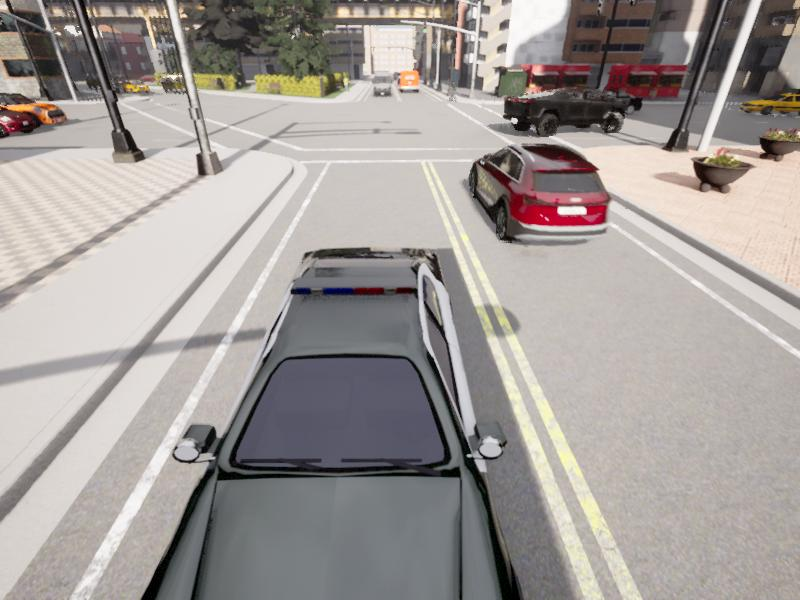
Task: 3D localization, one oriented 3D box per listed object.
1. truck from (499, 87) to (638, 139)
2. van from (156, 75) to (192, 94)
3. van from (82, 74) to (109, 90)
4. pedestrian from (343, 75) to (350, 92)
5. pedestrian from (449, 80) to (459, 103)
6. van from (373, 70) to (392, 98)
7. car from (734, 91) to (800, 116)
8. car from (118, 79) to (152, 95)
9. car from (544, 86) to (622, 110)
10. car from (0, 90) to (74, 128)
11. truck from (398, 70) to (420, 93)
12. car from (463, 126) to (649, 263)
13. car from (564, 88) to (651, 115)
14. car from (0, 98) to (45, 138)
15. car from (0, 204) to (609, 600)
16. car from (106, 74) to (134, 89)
[{"bbox_3d":[8.566,-9.703,20.551,6.274,2.098,2.390,-10,31,-18],"label":"truck"},{"bbox_3d":[-28.619,-27.340,50.704,4.480,2.038,2.069,25,38,36],"label":"van"},{"bbox_3d":[-45.855,-32.891,60.258,4.442,1.987,1.775,25,38,36],"label":"van"},{"bbox_3d":[-6.759,-27.359,50.530,0.751,1.860,0.751,-4,31,-6],"label":"pedestrian"},{"bbox_3d":[4.972,-19.333,37.146,0.751,1.860,0.751,1,30,2],"label":"pedestrian"},{"bbox_3d":[-2.021,-24.775,45.779,1.988,2.561,5.915,-1,30,-2],"label":"van"},{"bbox_3d":[29.052,-14.974,30.497,5.366,1.575,1.801,-1,30,-2],"label":"car"},{"bbox_3d":[-33.624,-27.042,50.689,5.366,1.575,1.801,25,38,36],"label":"car"},{"bbox_3d":[14.962,-16.624,32.930,5.238,1.638,1.930,-1,30,-3],"label":"car"},{"bbox_3d":[-21.729,-10.764,22.530,4.553,1.767,2.097,-1,30,-2],"label":"car"},{"bbox_3d":[1.190,-29.289,53.546,2.627,2.467,5.204,-1,30,-2],"label":"truck"},{"bbox_3d":[2.894,-2.637,8.878,2.033,1.649,4.856,-1,31,-2],"label":"car"},{"bbox_3d":[15.370,-14.861,29.931,5.238,1.638,1.930,-1,30,-2],"label":"car"},{"bbox_3d":[-20.473,-8.918,19.574,3.988,1.617,1.851,-1,30,-2],"label":"car"},{"bbox_3d":[-0.358,0.733,3.247,2.038,1.542,4.974,0,30,-1],"label":"car"},{"bbox_3d":[-44.053,-34.409,62.958,4.605,1.855,1.932,25,38,36],"label":"car"}]
